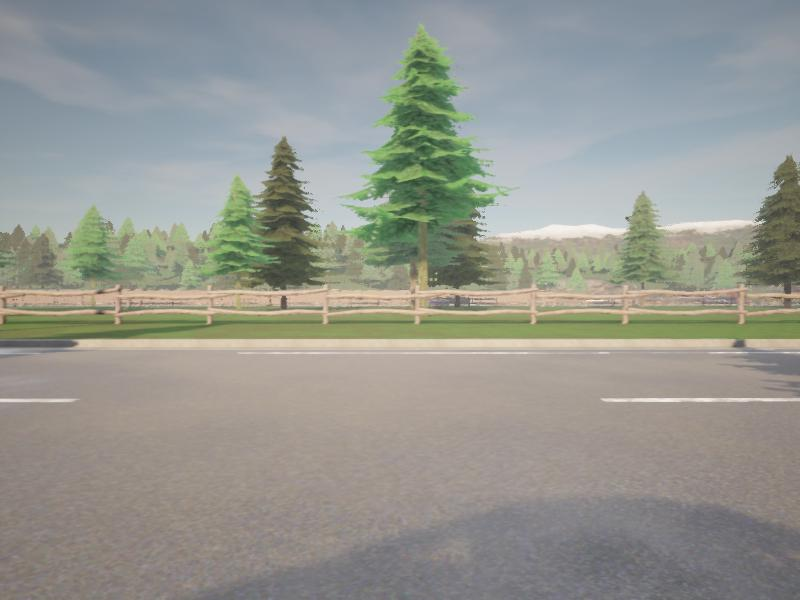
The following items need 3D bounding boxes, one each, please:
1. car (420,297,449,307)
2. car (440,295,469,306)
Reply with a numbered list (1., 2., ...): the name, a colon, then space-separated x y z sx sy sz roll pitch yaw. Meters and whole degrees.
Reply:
1. car: 5.157 0.305 59.783 4.181 1.385 1.994 0 0 0
2. car: 8.997 0.048 66.797 4.605 1.855 1.932 0 0 0
